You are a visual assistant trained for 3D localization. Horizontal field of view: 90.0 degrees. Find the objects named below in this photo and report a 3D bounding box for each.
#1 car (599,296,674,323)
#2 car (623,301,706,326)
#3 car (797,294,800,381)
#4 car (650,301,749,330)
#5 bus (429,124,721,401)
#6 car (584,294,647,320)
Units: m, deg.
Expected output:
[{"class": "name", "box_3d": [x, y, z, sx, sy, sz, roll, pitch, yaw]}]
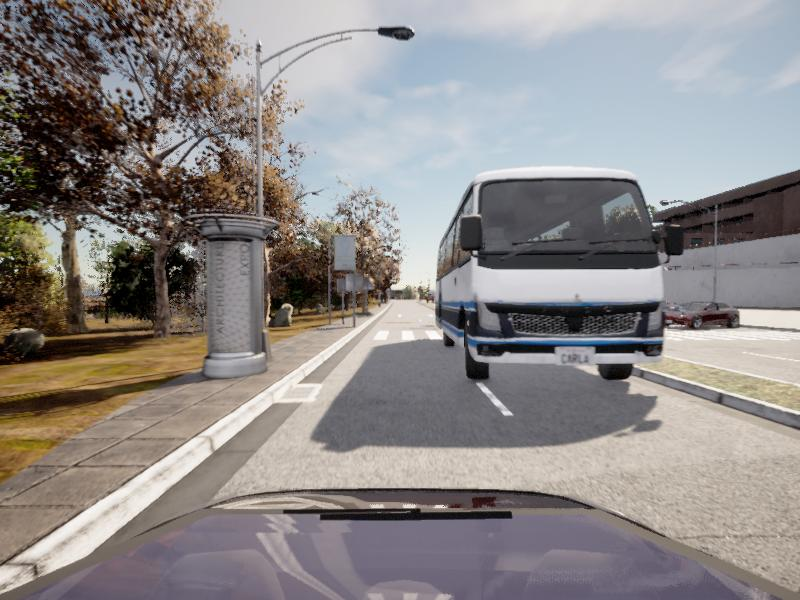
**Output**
[{"class": "car", "box_3d": [16.825, 0.647, 28.466, 4.553, 1.767, 2.185, 1, 0, -20]}, {"class": "car", "box_3d": [16.847, 0.820, 25.494, 4.674, 1.452, 2.002, 1, 0, -20]}, {"class": "car", "box_3d": [8.764, 0.736, 5.382, 2.242, 1.667, 4.611, 0, 1, 0]}, {"class": "car", "box_3d": [16.824, 0.817, 22.475, 4.792, 1.488, 2.163, 1, 0, -20]}, {"class": "bus", "box_3d": [3.065, -0.550, 11.318, 3.944, 4.253, 10.273, 0, 0, 1]}, {"class": "car", "box_3d": [16.966, 0.541, 31.500, 4.442, 1.987, 1.878, 1, 0, -20]}]
